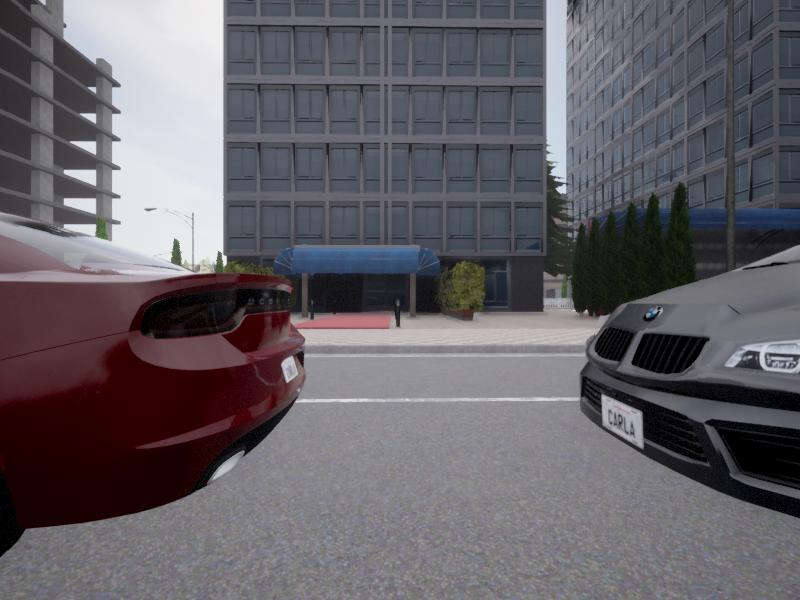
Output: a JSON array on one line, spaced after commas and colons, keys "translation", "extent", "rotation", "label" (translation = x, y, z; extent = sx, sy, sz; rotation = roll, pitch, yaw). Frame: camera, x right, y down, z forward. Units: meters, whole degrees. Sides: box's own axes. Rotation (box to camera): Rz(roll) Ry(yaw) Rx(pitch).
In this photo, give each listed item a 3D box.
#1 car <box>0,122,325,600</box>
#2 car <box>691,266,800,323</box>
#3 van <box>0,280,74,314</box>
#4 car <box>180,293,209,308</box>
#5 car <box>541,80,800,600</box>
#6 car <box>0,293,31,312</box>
[{"translation": [-3.069, 0.223, 2.122], "extent": [5.008, 1.535, 1.882], "rotation": [0, 0, -1], "label": "car"}, {"translation": [15.472, -0.198, 15.717], "extent": [6.274, 2.098, 2.390], "rotation": [0, 0, 29], "label": "car"}, {"translation": [-29.976, -0.222, 32.179], "extent": [2.351, 2.431, 6.366], "rotation": [0, 0, -1], "label": "van"}, {"translation": [-26.851, 0.046, 52.344], "extent": [1.905, 1.878, 3.866], "rotation": [0, 0, -1], "label": "car"}, {"translation": [3.516, 0.156, 2.286], "extent": [4.611, 1.667, 2.242], "rotation": [0, 0, -1], "label": "car"}, {"translation": [-33.484, 0.201, 32.650], "extent": [1.801, 1.575, 5.366], "rotation": [0, 0, -1], "label": "car"}]
